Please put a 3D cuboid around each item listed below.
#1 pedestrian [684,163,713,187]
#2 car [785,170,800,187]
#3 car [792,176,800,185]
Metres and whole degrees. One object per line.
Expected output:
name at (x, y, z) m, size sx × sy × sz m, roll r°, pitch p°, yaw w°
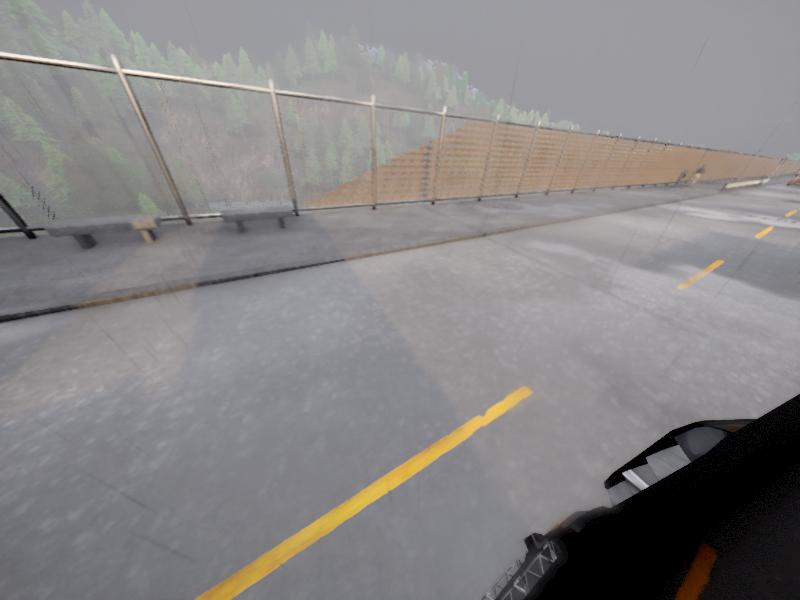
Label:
pedestrian at (28.156, -11.775, 21.800) m, size 0.751 × 1.860 × 0.751 m, roll -15°, pitch 38°, yaw -25°
car at (51.751, -15.356, 29.286) m, size 4.553 × 1.767 × 2.097 m, roll -16°, pitch 38°, yaw -26°
car at (58.076, -17.005, 32.626) m, size 4.181 × 1.385 × 1.994 m, roll -16°, pitch 38°, yaw -26°
